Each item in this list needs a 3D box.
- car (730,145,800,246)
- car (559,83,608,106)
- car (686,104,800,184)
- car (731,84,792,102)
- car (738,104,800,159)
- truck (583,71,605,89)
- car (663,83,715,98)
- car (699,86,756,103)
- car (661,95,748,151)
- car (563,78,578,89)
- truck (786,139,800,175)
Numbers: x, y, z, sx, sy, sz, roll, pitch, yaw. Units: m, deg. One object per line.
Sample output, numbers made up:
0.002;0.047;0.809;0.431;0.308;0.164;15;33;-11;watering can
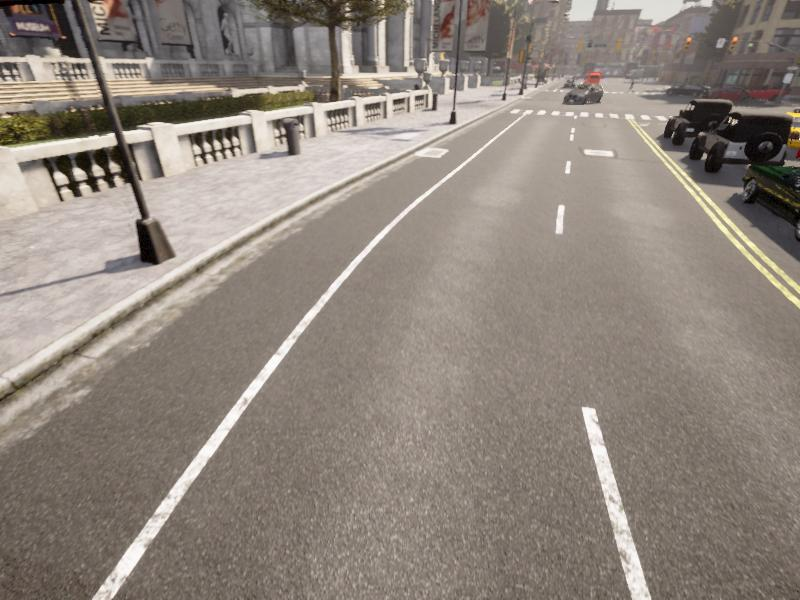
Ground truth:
9.412;-2.241;8.716;1.895;1.301;4.718;10;32;16;car
17.680;-19.808;38.472;4.611;1.667;2.242;-25;38;-36;car
11.635;-5.470;13.677;1.905;1.878;3.866;11;32;18;car
40.729;-23.445;45.243;4.514;1.525;2.007;15;33;22;car
17.048;-7.460;17.479;1.801;1.575;5.366;12;32;18;car
32.642;-37.103;67.471;2.627;2.467;5.204;12;32;18;truck
35.576;-25.924;49.461;1.812;1.442;4.674;-18;35;-29;car
35.203;-22.189;43.154;4.181;1.385;1.994;8;31;12;car
13.771;-8.225;18.417;1.905;1.878;3.866;11;32;18;car
28.475;-36.194;66.823;1.970;1.475;3.806;12;32;18;car
13.684;-4.093;9.453;2.891;3.827;8.468;11;32;17;truck
